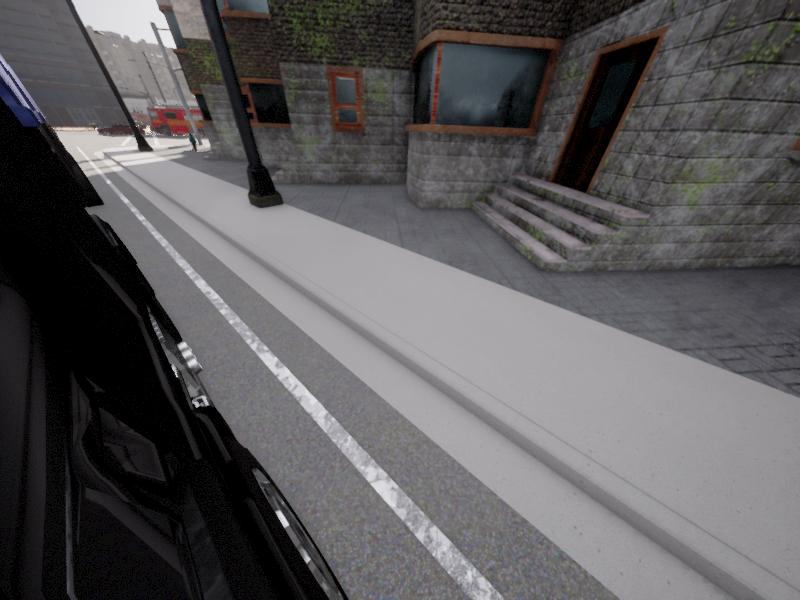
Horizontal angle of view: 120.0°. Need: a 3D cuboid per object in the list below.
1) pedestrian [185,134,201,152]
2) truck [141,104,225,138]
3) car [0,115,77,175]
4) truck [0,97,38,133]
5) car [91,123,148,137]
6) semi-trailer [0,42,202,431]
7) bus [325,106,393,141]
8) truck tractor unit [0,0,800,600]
[{"bbox_3d":[-15.601,-11.863,17.417,0.500,1.100,0.500,-18,41,-26],"label":"pedestrian"},{"bbox_3d":[-33.329,-27.745,35.917,8.468,3.827,2.891,-2,37,-5],"label":"truck"},{"bbox_3d":[-18.496,-7.774,11.350,5.566,2.045,2.150,28,44,30],"label":"car"},{"bbox_3d":[-56.944,-25.028,31.062,8.468,3.827,2.891,-2,37,-5],"label":"truck"},{"bbox_3d":[-38.613,-23.556,32.010,4.674,1.442,1.812,-21,42,-28],"label":"car"},{"bbox_3d":[-8.705,-3.582,4.248,14.254,4.402,2.717,28,44,30],"label":"semi-trailer"},{"bbox_3d":[-6.378,-28.769,37.825,10.273,4.253,3.944,-3,37,-4],"label":"bus"},{"bbox_3d":[-2.645,-0.295,0.351,6.516,4.208,3.053,28,44,30],"label":"truck tractor unit"}]
